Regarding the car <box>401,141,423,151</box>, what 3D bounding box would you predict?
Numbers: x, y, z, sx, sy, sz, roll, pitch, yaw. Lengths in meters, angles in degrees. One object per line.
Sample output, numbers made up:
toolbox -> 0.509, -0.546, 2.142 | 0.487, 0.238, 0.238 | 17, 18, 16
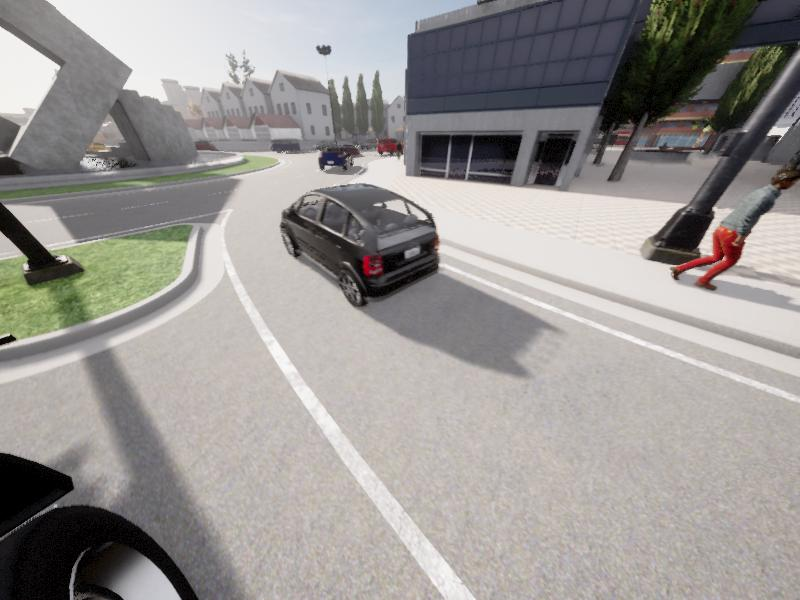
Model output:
car -> 2.372, -30.164, 45.172 | 2.242, 1.667, 4.611 | 21, 40, 27

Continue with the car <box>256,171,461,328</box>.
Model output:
car -> -1.008, -1.381, 4.510 | 1.789, 1.549, 3.705 | -28, 45, -33

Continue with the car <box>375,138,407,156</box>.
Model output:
car -> -1.238, -23.096, 34.812 | 2.150, 2.045, 5.566 | 18, 38, 23

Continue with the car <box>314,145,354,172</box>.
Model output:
car -> -5.378, -12.094, 19.580 | 2.152, 1.651, 5.027 | -1, 35, -2

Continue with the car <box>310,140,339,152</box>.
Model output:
car -> -14.200, -29.255, 43.773 | 4.611, 1.667, 2.242 | -29, 45, -35

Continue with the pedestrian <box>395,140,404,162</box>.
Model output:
pedestrian -> -0.097, -14.975, 23.191 | 0.751, 1.860, 0.751 | -6, 36, -8

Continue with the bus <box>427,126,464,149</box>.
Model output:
bus -> 10.894, -38.503, 54.811 | 3.944, 4.253, 10.273 | 22, 41, 28

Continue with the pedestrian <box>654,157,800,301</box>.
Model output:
pedestrian -> 5.013, -1.043, 3.501 | 0.751, 1.860, 0.751 | 22, 41, 27

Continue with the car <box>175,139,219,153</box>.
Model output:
car -> -32.105, -24.463, 36.753 | 4.553, 1.767, 2.097 | -6, 36, -10

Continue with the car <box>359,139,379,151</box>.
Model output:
car -> -6.219, -31.439, 46.729 | 1.905, 1.878, 3.866 | 23, 41, 29

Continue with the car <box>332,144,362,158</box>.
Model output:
car -> -7.087, -20.287, 31.387 | 1.994, 1.385, 4.181 | 12, 37, 16

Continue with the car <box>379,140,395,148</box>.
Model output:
car -> -3.109, -37.318, 55.356 | 1.845, 1.501, 3.633 | 22, 41, 28

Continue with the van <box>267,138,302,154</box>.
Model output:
van -> -18.578, -24.838, 37.213 | 4.442, 1.987, 1.775 | -22, 41, -28

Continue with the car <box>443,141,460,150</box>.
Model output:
car -> 11.328, -34.094, 50.861 | 1.851, 1.617, 3.988 | 22, 41, 27
